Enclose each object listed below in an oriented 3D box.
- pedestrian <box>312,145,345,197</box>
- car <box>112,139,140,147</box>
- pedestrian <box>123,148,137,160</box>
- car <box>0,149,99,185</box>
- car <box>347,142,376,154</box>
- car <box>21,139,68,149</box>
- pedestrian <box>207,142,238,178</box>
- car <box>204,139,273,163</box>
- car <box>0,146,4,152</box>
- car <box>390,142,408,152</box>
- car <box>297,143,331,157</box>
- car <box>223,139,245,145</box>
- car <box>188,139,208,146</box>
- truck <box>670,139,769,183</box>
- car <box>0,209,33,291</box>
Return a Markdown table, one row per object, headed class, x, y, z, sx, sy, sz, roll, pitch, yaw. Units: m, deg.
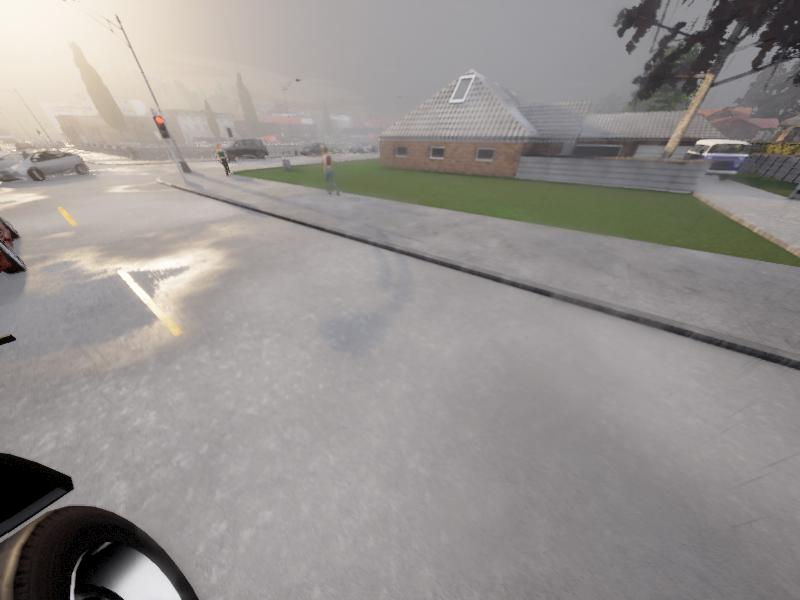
| class | x | y | z | sx | sy | sz | roll | pitch | yaw |
| --- | --- | --- | --- | --- | --- | --- | --- | --- | --- |
| pedestrian | -3.032 | -5.500 | 9.879 | 0.751 | 1.860 | 0.751 | 28 | 44 | 34 |
| car | -69.658 | -39.896 | 58.754 | 1.851 | 1.617 | 3.988 | 22 | 41 | 28 |
| pedestrian | -29.510 | -15.991 | 25.255 | 0.500 | 1.100 | 0.500 | 22 | 41 | 28 |
| car | -22.485 | -8.402 | 14.386 | 2.007 | 1.525 | 4.514 | -6 | 36 | -8 |
| car | -6.432 | -25.767 | 39.161 | 2.038 | 1.542 | 4.974 | 22 | 41 | 28 |
| car | -77.868 | -34.308 | 50.745 | 5.027 | 1.651 | 2.152 | -21 | 41 | -28 |
| pedestrian | -11.136 | -8.837 | 14.569 | 0.751 | 1.860 | 0.751 | 22 | 41 | 28 |
| car | -17.724 | -16.733 | 25.802 | 2.150 | 2.045 | 5.566 | 22 | 41 | 28 |
| car | -70.233 | -26.402 | 39.328 | 3.866 | 1.878 | 1.905 | 25 | 42 | 31 |
| car | -0.230 | -30.853 | 46.412 | 1.789 | 1.549 | 3.705 | 22 | 41 | 28 |
| car | -12.052 | -21.194 | 32.564 | 1.851 | 1.617 | 3.988 | 22 | 41 | 28 |
| car | -54.750 | -52.126 | 76.203 | 1.930 | 1.638 | 5.238 | 22 | 41 | 28 |
| car | -60.609 | -47.311 | 69.352 | 1.851 | 1.617 | 3.988 | 22 | 41 | 28 |
| truck | 19.558 | -8.859 | 14.535 | 2.069 | 2.038 | 4.478 | 22 | 41 | 28 |
| car | -9.538 | -1.370 | 4.472 | 5.008 | 1.535 | 1.882 | 23 | 41 | 28 |
